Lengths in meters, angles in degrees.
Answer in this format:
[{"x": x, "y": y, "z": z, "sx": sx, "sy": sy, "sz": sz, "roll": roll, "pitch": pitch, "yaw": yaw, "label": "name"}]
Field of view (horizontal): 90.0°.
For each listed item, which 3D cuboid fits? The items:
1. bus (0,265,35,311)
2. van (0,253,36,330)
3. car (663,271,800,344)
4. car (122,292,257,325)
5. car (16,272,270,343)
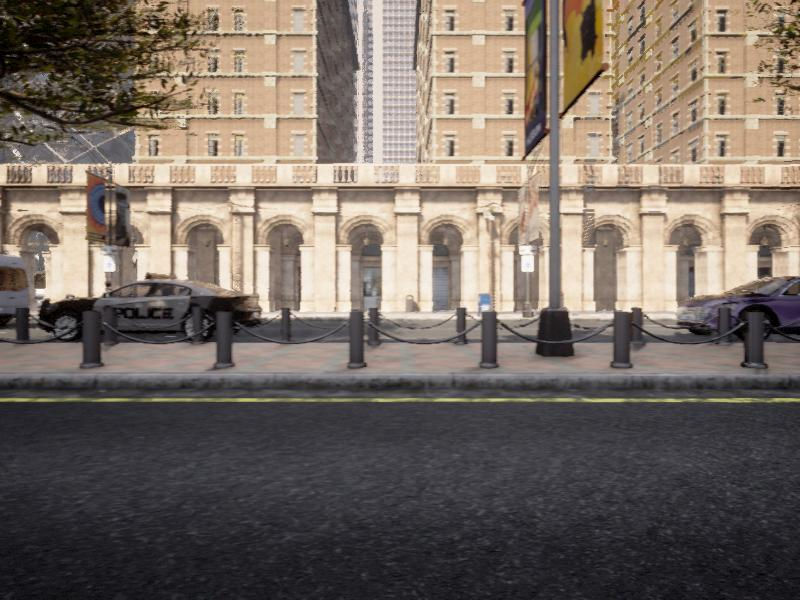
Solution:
[{"x": -39.046, "y": -1.146, "z": 35.412, "sx": 3.944, "sy": 4.253, "sz": 10.273, "roll": 0, "pitch": 0, "yaw": 1, "label": "bus"}, {"x": -16.345, "y": -0.283, "z": 13.713, "sx": 5.915, "sy": 2.561, "sz": 1.988, "roll": 0, "pitch": 0, "yaw": 0, "label": "van"}, {"x": 9.794, "y": 0.182, "z": 10.197, "sx": 4.856, "sy": 1.649, "sz": 2.033, "roll": 1, "pitch": 0, "yaw": 0, "label": "car"}, {"x": -8.754, "y": 0.336, "z": 16.954, "sx": 4.718, "sy": 1.301, "sz": 1.895, "roll": 0, "pitch": 0, "yaw": 0, "label": "car"}, {"x": -6.247, "y": 0.169, "z": 10.204, "sx": 5.238, "sy": 1.638, "sz": 1.930, "roll": 0, "pitch": 0, "yaw": 0, "label": "car"}]
